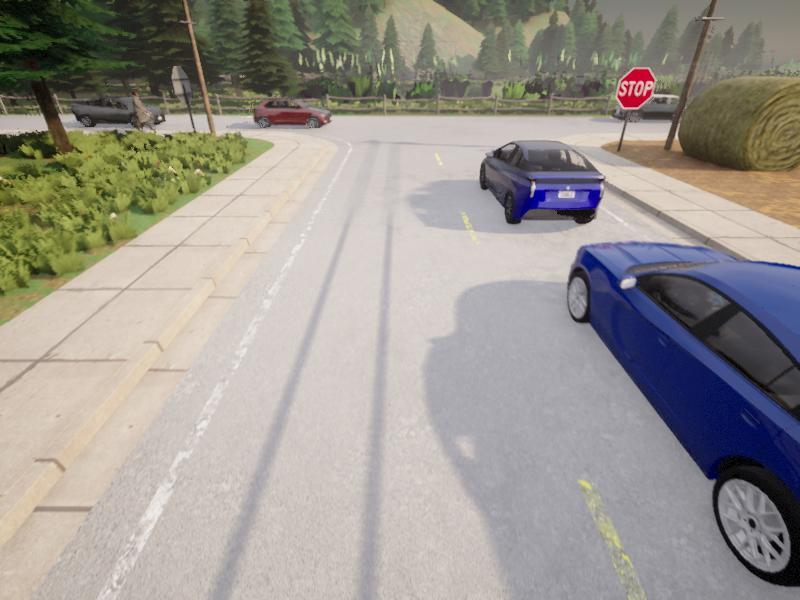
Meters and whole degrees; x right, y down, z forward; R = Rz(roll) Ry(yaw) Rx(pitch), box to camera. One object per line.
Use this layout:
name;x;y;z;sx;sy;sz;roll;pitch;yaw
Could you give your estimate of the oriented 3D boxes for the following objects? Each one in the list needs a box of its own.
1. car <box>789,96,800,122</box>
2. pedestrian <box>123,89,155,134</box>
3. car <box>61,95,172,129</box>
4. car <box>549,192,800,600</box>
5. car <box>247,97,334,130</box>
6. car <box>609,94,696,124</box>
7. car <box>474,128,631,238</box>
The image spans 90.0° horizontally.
car;26.929;-11.502;24.078;4.514;1.525;2.007;1;30;2
pedestrian;-12.387;-8.956;19.048;0.751;1.860;0.751;-13;33;-20
car;-15.825;-10.603;22.542;4.514;1.525;2.007;1;30;2
car;3.304;0.430;3.742;1.882;1.535;5.008;0;30;0
car;-5.953;-10.389;22.236;4.193;1.474;1.816;1;30;2
car;15.316;-11.722;24.508;3.806;1.475;1.970;1;30;2
car;3.247;-3.062;9.723;2.007;1.525;4.514;0;30;0
